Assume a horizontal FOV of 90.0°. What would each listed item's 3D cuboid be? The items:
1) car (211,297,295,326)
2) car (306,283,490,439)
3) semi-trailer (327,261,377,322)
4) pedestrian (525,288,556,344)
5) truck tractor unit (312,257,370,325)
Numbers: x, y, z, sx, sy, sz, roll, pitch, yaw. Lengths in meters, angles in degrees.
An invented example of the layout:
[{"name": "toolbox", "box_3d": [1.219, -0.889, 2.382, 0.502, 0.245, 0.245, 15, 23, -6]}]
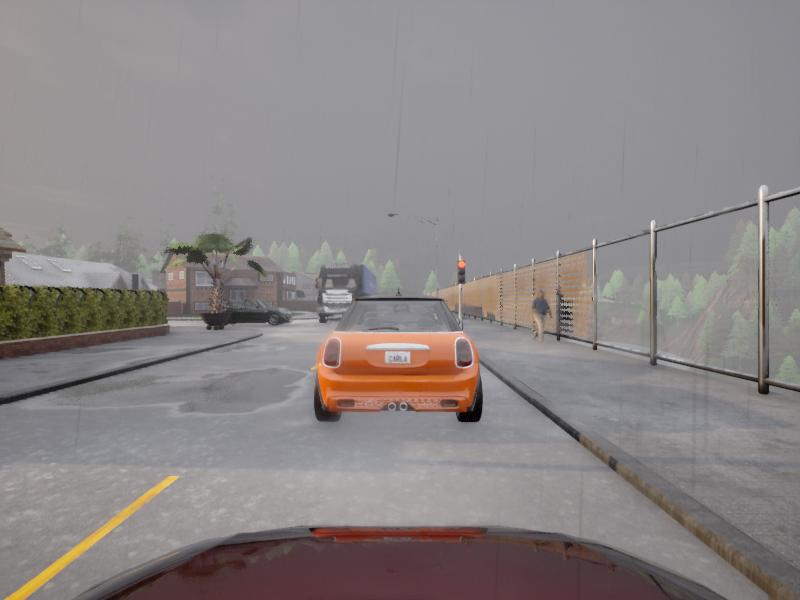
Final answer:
[{"name": "car", "box_3d": [-9.095, 0.694, 25.055, 4.553, 1.767, 2.097, 0, 0, -5]}, {"name": "car", "box_3d": [-0.001, 0.694, 6.836, 2.097, 1.767, 4.553, 0, 0, 1]}, {"name": "semi-trailer", "box_3d": [-3.829, -0.617, 35.814, 2.717, 4.402, 14.254, 0, 0, 0]}, {"name": "pedestrian", "box_3d": [4.752, 0.533, 13.589, 0.751, 1.860, 0.751, 0, 0, -6]}, {"name": "truck tractor unit", "box_3d": [-3.864, -0.524, 27.901, 3.053, 4.208, 6.516, 0, 0, 0]}]
